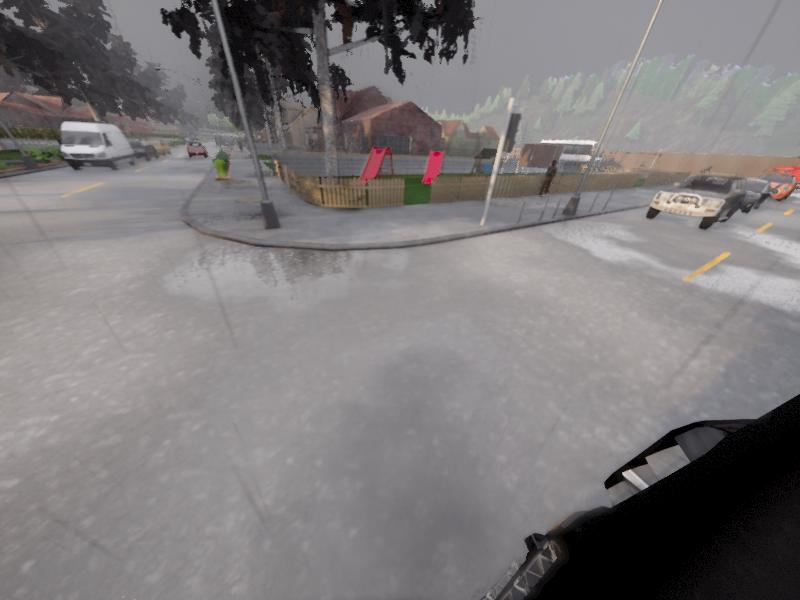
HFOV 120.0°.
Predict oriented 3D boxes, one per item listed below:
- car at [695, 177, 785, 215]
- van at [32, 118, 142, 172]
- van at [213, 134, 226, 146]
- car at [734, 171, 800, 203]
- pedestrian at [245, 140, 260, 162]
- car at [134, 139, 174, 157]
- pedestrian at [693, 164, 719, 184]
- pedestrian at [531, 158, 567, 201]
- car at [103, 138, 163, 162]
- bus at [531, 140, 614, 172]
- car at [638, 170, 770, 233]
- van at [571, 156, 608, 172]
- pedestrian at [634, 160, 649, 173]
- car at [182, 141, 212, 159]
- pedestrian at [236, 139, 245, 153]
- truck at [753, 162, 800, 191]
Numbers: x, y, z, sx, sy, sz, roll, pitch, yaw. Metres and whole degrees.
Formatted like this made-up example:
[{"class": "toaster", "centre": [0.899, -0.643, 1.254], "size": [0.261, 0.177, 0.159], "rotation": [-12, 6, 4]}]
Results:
[{"class": "car", "centre": [19.525, -6.088, 13.264], "size": [4.892, 1.490, 1.837], "rotation": [-16, 38, -26]}, {"class": "van", "centre": [-20.398, -10.409, 15.627], "size": [1.988, 2.561, 5.915], "rotation": [-16, 38, -26]}, {"class": "van", "centre": [-51.613, -45.931, 66.303], "size": [1.988, 2.561, 5.915], "rotation": [-16, 38, -26]}, {"class": "car", "centre": [28.346, -8.709, 17.623], "size": [4.553, 1.767, 2.097], "rotation": [-16, 38, -26]}, {"class": "pedestrian", "centre": [-14.992, -15.098, 23.451], "size": [0.751, 1.860, 0.751], "rotation": [-16, 38, -26]}, {"class": "car", "centre": [-27.853, -17.418, 26.386], "size": [1.801, 1.575, 5.366], "rotation": [-16, 38, -26]}, {"class": "pedestrian", "centre": [33.781, -13.876, 25.505], "size": [0.751, 1.860, 0.751], "rotation": [-8, 35, -17]}, {"class": "pedestrian", "centre": [7.708, -6.263, 12.026], "size": [0.751, 1.860, 0.751], "rotation": [-15, 38, -25]}, {"class": "car", "centre": [-24.251, -13.855, 21.299], "size": [2.152, 1.651, 5.027], "rotation": [-16, 38, -26]}, {"class": "bus", "centre": [29.456, -25.321, 40.381], "size": [3.944, 4.253, 10.273], "rotation": [-16, 38, -26]}, {"class": "car", "centre": [12.716, -4.305, 9.705], "size": [4.605, 1.855, 1.932], "rotation": [-16, 38, -26]}, {"class": "van", "centre": [33.729, -24.369, 41.339], "size": [1.775, 1.987, 4.442], "rotation": [-16, 38, -26]}, {"class": "pedestrian", "centre": [40.685, -22.459, 38.909], "size": [0.751, 1.860, 0.751], "rotation": [-16, 38, -26]}, {"class": "car", "centre": [-23.467, -17.458, 26.841], "size": [1.845, 1.501, 3.633], "rotation": [-16, 38, -26]}, {"class": "pedestrian", "centre": [-25.135, -24.277, 36.394], "size": [0.751, 1.860, 0.751], "rotation": [-16, 38, -26]}, {"class": "truck", "centre": [44.729, -13.615, 25.676], "size": [2.627, 2.467, 5.204], "rotation": [-16, 38, -26]}]
